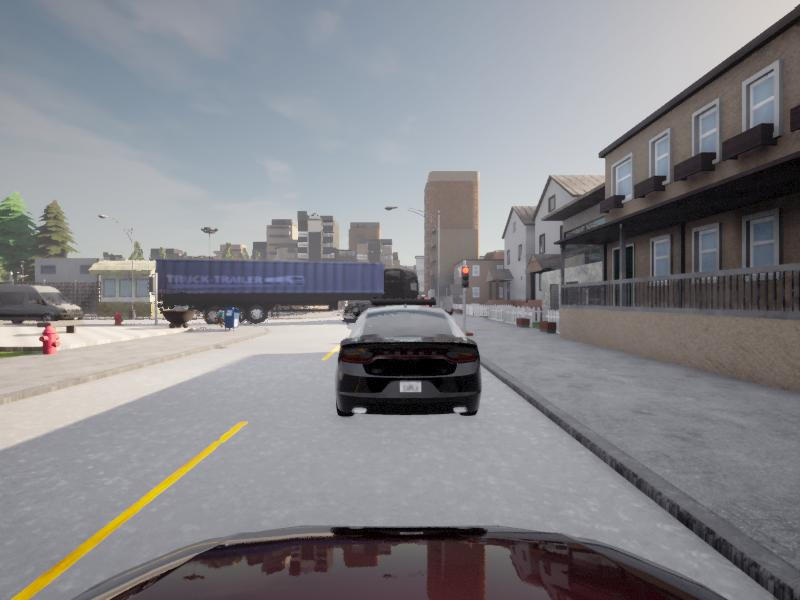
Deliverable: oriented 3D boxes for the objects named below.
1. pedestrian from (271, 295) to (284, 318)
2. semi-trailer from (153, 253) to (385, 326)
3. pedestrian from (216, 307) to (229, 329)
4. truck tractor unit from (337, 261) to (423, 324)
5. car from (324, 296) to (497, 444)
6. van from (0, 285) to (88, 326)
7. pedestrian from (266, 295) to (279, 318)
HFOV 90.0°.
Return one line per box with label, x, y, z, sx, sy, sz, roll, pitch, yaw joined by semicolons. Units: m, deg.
pedestrian;-10.138;0.534;33.130;0.751;1.860;0.751;0;0;20
semi-trailer;-8.257;-0.624;27.159;14.254;4.402;2.717;0;1;-16
pedestrian;-9.235;0.904;20.765;0.500;1.100;0.500;0;0;-41
truck tractor unit;-1.343;-0.517;30.351;3.053;4.208;6.516;0;0;37
car;0.062;0.771;7.066;1.930;1.638;5.238;0;0;-1
van;-24.058;0.322;26.099;5.915;2.561;1.988;0;0;1
pedestrian;-10.655;0.534;33.430;0.751;1.860;0.751;0;0;20
